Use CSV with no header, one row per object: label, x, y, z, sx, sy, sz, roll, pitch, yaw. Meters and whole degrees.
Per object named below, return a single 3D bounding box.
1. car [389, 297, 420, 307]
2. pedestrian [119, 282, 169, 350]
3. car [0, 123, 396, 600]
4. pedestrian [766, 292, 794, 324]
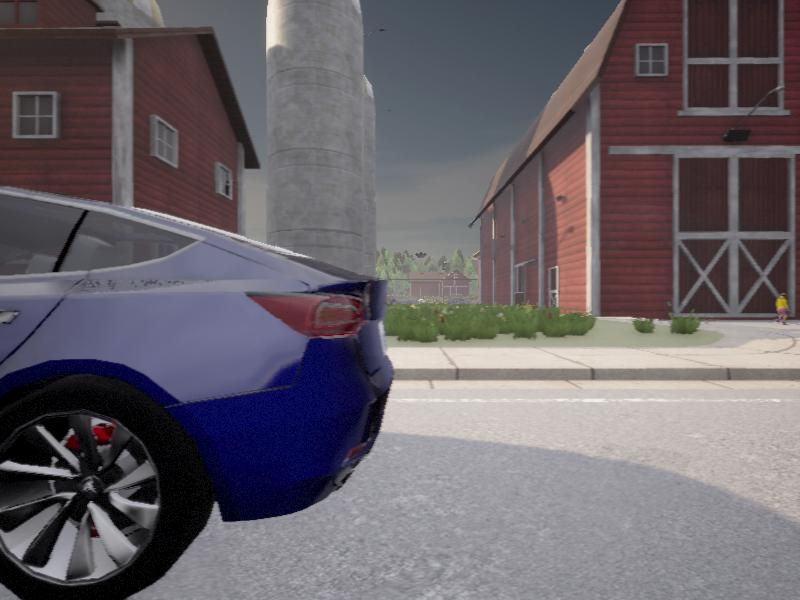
car,0.672,0.278,61.614,4.792,1.488,2.163,0,0,0
pedestrian,-4.329,0.263,6.788,0.500,1.100,0.500,0,0,13
car,-2.432,0.250,2.199,4.792,1.488,2.163,0,0,0
pedestrian,13.070,0.276,13.759,0.500,1.100,0.500,0,0,-2
